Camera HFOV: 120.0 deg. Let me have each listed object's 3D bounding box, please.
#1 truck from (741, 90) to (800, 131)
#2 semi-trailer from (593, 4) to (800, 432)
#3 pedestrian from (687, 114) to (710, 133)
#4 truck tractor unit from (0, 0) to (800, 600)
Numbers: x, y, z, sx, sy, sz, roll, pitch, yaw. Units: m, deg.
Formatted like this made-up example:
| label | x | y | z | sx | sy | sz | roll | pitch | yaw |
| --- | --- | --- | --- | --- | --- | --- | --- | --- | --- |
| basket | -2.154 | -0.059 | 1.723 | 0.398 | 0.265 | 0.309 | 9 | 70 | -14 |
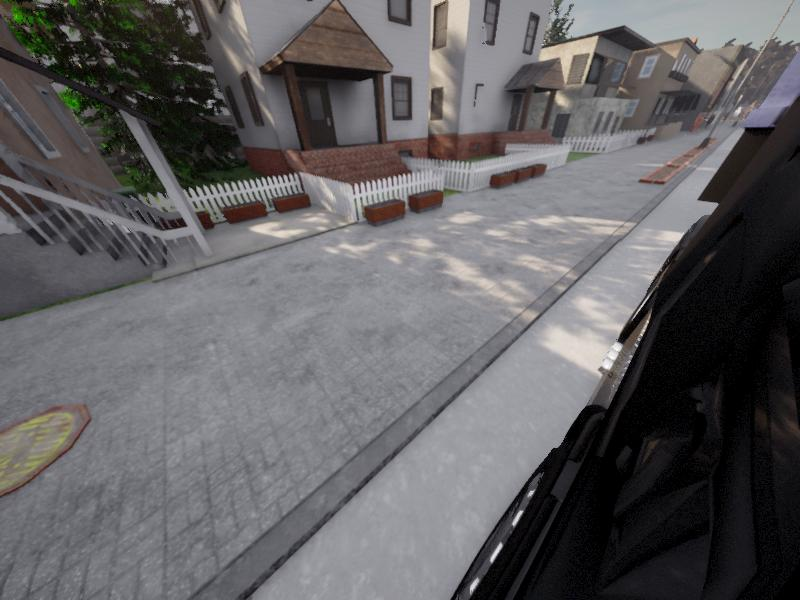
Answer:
| label | x | y | z | sx | sy | sz | roll | pitch | yaw |
| --- | --- | --- | --- | --- | --- | --- | --- | --- | --- |
| truck | 48.639 | -24.637 | 30.174 | 8.468 | 3.827 | 2.891 | -28 | 44 | -30 |
| semi-trailer | 9.014 | -3.373 | 3.881 | 14.254 | 4.402 | 2.717 | -24 | 42 | -26 |
| pedestrian | 37.764 | -22.340 | 29.239 | 0.751 | 1.860 | 0.751 | -12 | 38 | -12 |
| truck tractor unit | 2.645 | -0.295 | 0.351 | 6.516 | 4.208 | 3.053 | -28 | 44 | -30 |
